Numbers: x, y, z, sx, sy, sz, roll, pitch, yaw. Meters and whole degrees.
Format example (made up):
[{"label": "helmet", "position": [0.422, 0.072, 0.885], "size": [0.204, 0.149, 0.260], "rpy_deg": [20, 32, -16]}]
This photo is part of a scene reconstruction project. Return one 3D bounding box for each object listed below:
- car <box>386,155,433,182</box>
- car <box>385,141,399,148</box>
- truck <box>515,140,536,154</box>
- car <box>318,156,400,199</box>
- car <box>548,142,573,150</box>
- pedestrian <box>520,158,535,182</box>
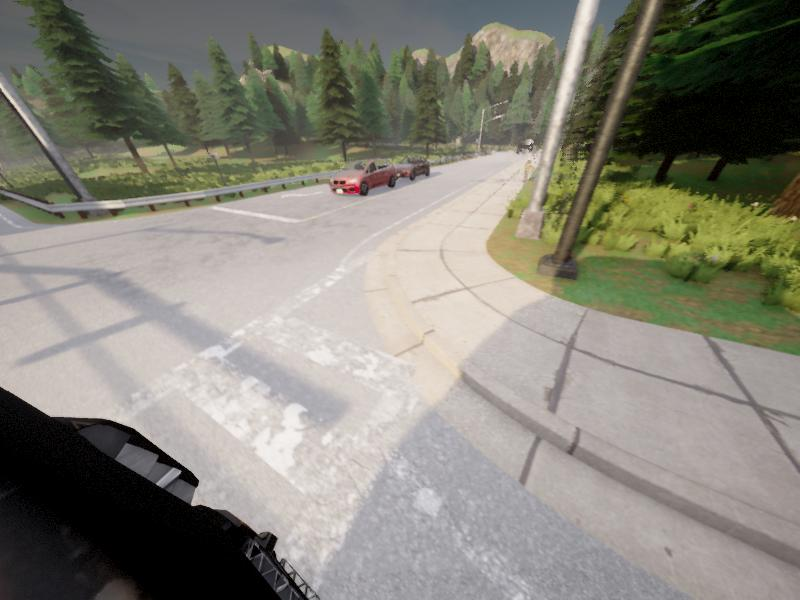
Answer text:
[{"label": "car", "position": [0.849, -10.266, 17.928], "size": [1.816, 1.474, 4.193], "rpy_deg": [15, 38, 25]}, {"label": "car", "position": [-2.468, -47.565, 70.870], "size": [3.988, 1.617, 1.851], "rpy_deg": [-3, 33, -9]}, {"label": "truck", "position": [24.877, -30.312, 45.625], "size": [2.390, 2.098, 6.274], "rpy_deg": [18, 39, 28]}, {"label": "car", "position": [-2.103, -7.284, 13.498], "size": [2.242, 1.667, 4.611], "rpy_deg": [15, 38, 25]}, {"label": "car", "position": [37.230, -35.822, 53.662], "size": [4.718, 1.301, 1.895], "rpy_deg": [-10, 34, -10]}, {"label": "pedestrian", "position": [7.149, -7.295, 12.989], "size": [0.500, 1.100, 0.500], "rpy_deg": [12, 36, 21]}]
